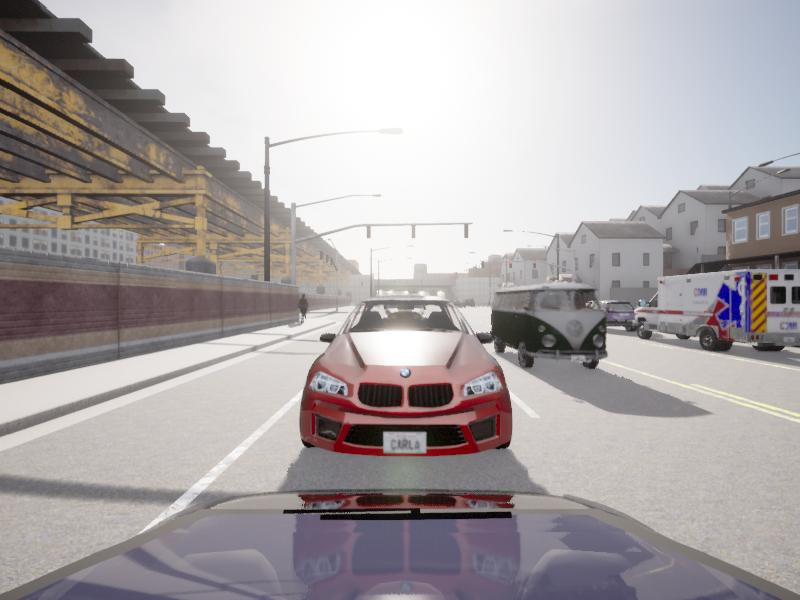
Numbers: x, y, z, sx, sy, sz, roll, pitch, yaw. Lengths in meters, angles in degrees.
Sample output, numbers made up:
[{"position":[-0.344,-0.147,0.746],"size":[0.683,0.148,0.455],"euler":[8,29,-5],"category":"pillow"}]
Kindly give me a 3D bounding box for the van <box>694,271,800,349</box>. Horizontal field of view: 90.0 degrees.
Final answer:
[{"position":[14.186,0.322,15.030],"size":[1.988,2.561,5.915],"euler":[0,0,1],"category":"van"}]

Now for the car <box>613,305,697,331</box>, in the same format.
[{"position":[14.186,0.944,22.643],"size":[1.895,1.301,4.718],"euler":[0,0,2],"category":"car"}]

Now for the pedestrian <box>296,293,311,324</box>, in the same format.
[{"position":[-5.835,0.485,24.319],"size":[0.751,1.860,0.751],"euler":[0,0,-2],"category":"pedestrian"}]

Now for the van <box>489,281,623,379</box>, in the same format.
[{"position":[3.640,0.597,10.323],"size":[1.775,1.987,4.442],"euler":[0,0,1],"category":"van"}]

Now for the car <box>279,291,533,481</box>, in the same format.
[{"position":[0.086,0.756,5.836],"size":[2.242,1.667,4.611],"euler":[0,0,1],"category":"car"}]

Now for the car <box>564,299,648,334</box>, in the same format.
[{"position":[10.773,0.778,21.404],"size":[2.033,1.649,4.856],"euler":[0,0,1],"category":"car"}]

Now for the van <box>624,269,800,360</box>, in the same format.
[{"position":[10.684,0.378,13.842],"size":[2.351,2.431,6.366],"euler":[0,0,1],"category":"van"}]

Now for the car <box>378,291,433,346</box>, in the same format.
[{"position":[0.203,0.648,15.694],"size":[1.905,1.878,3.866],"euler":[0,0,1],"category":"car"}]
